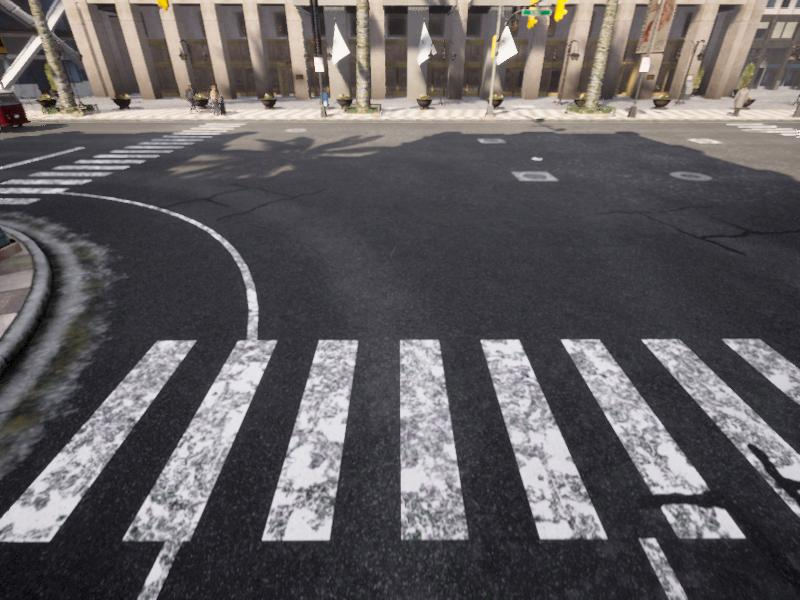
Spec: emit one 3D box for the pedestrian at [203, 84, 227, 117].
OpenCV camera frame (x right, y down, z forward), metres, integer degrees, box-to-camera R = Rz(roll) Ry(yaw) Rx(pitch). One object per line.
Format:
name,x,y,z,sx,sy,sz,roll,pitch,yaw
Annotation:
pedestrian,-11.866,-12.812,25.726,0.751,1.860,0.751,5,31,9

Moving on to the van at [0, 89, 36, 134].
van,-22.493,-9.865,20.908,4.442,1.987,1.775,-3,30,-5

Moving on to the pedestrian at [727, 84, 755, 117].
pedestrian,21.996,-12.854,25.808,0.751,1.860,0.751,24,38,35

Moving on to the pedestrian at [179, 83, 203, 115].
pedestrian,-14.094,-13.575,27.032,0.751,1.860,0.751,13,33,22

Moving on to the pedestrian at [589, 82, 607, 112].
pedestrian,14.157,-14.502,28.624,0.751,1.860,0.751,11,32,18
